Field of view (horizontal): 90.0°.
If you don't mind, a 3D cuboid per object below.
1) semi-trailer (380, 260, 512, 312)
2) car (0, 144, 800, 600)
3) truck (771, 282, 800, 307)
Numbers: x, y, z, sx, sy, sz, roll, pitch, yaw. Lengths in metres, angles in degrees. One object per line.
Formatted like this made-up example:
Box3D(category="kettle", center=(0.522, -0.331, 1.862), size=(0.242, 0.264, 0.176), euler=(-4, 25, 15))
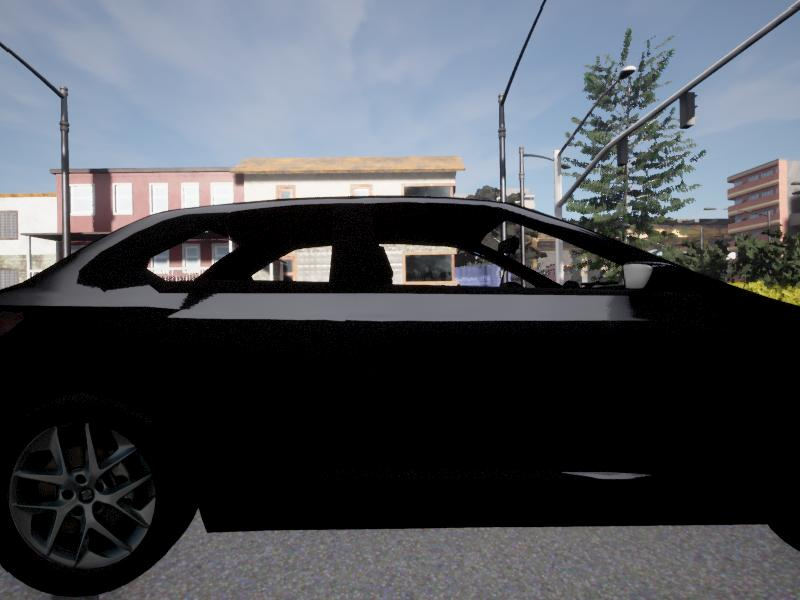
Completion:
Box3D(category="semi-trailer", center=(3.963, -1.088, 39.951), size=(14.254, 4.402, 2.717), euler=(-1, 0, 43))
Box3D(category="car", center=(0.342, 0.254, 2.184), size=(4.193, 1.474, 1.816), euler=(0, 0, -1))
Box3D(category="truck", center=(35.187, -0.482, 33.468), size=(2.390, 2.098, 6.274), euler=(-1, 0, -1))
